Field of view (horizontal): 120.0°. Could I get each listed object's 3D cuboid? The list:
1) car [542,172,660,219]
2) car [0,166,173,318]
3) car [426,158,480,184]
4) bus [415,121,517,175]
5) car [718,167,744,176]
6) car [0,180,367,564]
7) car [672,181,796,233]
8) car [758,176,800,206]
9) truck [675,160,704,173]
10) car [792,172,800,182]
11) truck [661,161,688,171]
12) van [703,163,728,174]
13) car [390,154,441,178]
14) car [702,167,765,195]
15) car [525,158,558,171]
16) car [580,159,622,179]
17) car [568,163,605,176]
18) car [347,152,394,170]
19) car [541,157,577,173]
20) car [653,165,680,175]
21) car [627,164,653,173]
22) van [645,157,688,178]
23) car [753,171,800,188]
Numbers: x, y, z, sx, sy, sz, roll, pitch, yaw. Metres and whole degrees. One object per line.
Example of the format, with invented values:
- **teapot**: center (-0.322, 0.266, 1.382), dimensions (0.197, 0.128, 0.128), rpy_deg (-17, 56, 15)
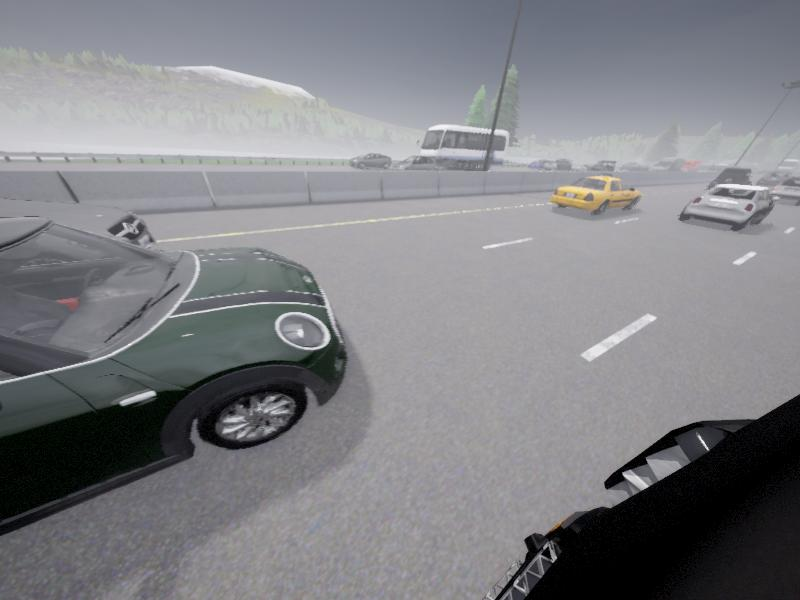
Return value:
- **car**: center (9.507, -5.085, 10.921), dimensions (5.366, 1.575, 1.801), rpy_deg (-15, 37, -25)
- **car**: center (-6.919, -0.742, 3.069), dimensions (5.027, 1.651, 2.152), rpy_deg (-15, 37, -25)
- **car**: center (4.205, -10.275, 18.358), dimensions (3.705, 1.549, 1.789), rpy_deg (-15, 37, -25)
- **bus**: center (7.175, -16.500, 25.531), dimensions (10.273, 4.253, 3.944), rpy_deg (-15, 37, -25)
- **car**: center (74.297, -28.843, 51.857), dimensions (4.902, 1.511, 2.128), rpy_deg (-15, 37, -25)
- **car**: center (-2.801, 0.298, 1.664), dimensions (4.553, 1.767, 2.097), rpy_deg (-15, 37, -25)
- **car**: center (14.136, -4.070, 9.843), dimensions (3.806, 1.475, 1.970), rpy_deg (-15, 37, -25)
- **car**: center (28.514, -7.939, 16.667), dimensions (3.988, 1.617, 1.851), rpy_deg (-15, 37, -25)
- **truck**: center (70.980, -32.791, 56.619), dimensions (5.204, 2.467, 2.627), rpy_deg (-15, 37, -25)
- **car**: center (72.219, -21.766, 40.845), dimensions (4.856, 1.649, 2.033), rpy_deg (-15, 37, -25)
- **truck**: center (71.726, -35.040, 60.401), dimensions (6.274, 2.098, 2.390), rpy_deg (-15, 37, -25)
- **van**: center (76.822, -31.959, 56.213), dimensions (4.480, 2.038, 2.069), rpy_deg (-15, 37, -25)
- **car**: center (1.328, -11.738, 20.293), dimensions (3.988, 1.617, 1.851), rpy_deg (-15, 37, -25)
- **car**: center (29.004, -10.390, 20.141), dimensions (3.866, 1.878, 1.905), rpy_deg (-15, 37, -25)
- **car**: center (22.767, -21.802, 37.191), dimensions (4.514, 1.525, 2.007), rpy_deg (-15, 37, -25)
- **car**: center (24.082, -15.693, 27.753), dimensions (3.866, 1.878, 1.905), rpy_deg (-15, 37, -25)
- **car**: center (26.008, -18.162, 32.164), dimensions (4.718, 1.301, 1.895), rpy_deg (-15, 37, -25)
- **car**: center (-3.122, -14.927, 24.829), dimensions (4.514, 1.525, 2.007), rpy_deg (-15, 37, -25)
- **car**: center (23.476, -19.929, 34.110), dimensions (4.605, 1.855, 1.932), rpy_deg (-14, 37, -25)
- **car**: center (50.620, -24.774, 43.859), dimensions (4.193, 1.474, 1.816), rpy_deg (-15, 37, -25)
- **car**: center (47.655, -26.118, 45.816), dimensions (4.718, 1.301, 1.895), rpy_deg (-15, 37, -25)
- **van**: center (41.311, -20.535, 35.798), dimensions (5.915, 2.561, 1.988), rpy_deg (-15, 37, -25)
- **car**: center (47.041, -15.089, 28.816), dimensions (4.611, 1.667, 2.242), rpy_deg (-15, 37, -25)
